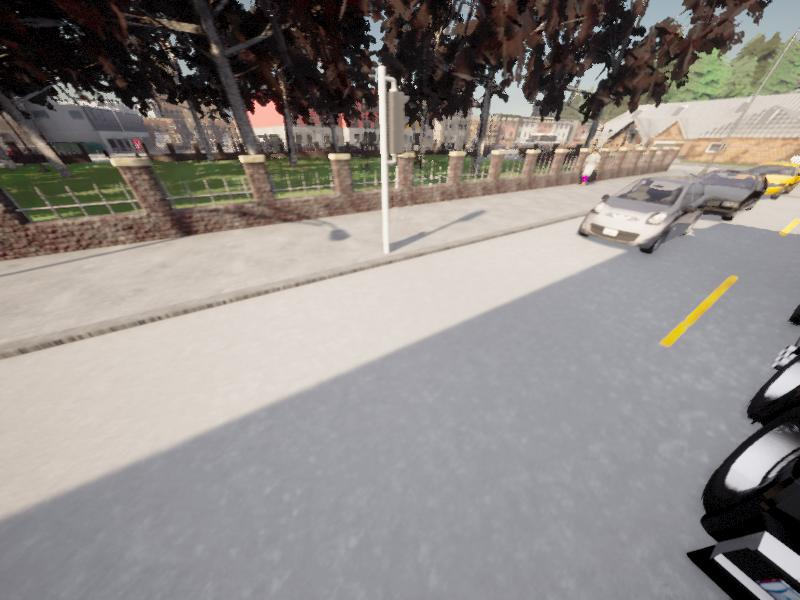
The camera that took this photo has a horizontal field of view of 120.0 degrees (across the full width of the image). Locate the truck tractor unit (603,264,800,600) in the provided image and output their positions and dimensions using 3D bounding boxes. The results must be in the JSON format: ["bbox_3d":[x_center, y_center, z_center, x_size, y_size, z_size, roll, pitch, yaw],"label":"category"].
[{"bbox_3d":[5.108,-0.303,0.789,6.516,4.208,3.053,-18,39,-24],"label":"truck tractor unit"}]

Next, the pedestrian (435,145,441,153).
[{"bbox_3d":[7.294,-28.754,44.067,0.751,1.300,0.751,-24,42,-31],"label":"pedestrian"}]

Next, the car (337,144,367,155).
[{"bbox_3d":[-8.634,-27.210,41.752,4.892,1.490,1.837,-19,39,-25],"label":"car"}]

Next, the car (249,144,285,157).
[{"bbox_3d":[-20.691,-23.300,35.990,4.514,1.525,2.007,-18,39,-24],"label":"car"}]

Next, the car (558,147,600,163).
[{"bbox_3d":[23.176,-18.948,30.133,1.845,1.501,3.633,-18,39,-24],"label":"car"}]

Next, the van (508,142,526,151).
[{"bbox_3d":[33.078,-43.450,65.445,4.442,1.987,1.775,-18,39,-24],"label":"van"}]

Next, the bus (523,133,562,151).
[{"bbox_3d":[42.678,-47.408,69.237,10.273,4.253,3.944,-18,39,-24],"label":"bus"}]

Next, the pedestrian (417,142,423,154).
[{"bbox_3d":[3.699,-28.224,42.781,0.751,1.860,0.751,-16,38,-22],"label":"pedestrian"}]

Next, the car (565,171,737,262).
[{"bbox_3d":[6.721,-2.468,6.281,3.633,1.501,1.845,-19,39,-26],"label":"car"}]

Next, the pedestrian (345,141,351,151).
[{"bbox_3d":[-11.058,-32.621,48.968,0.751,1.860,0.751,-14,37,-20],"label":"pedestrian"}]

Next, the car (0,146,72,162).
[{"bbox_3d":[-41.126,-16.623,26.243,3.806,1.475,1.970,-18,39,-25],"label":"car"}]

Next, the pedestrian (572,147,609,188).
[{"bbox_3d":[10.539,-7.364,12.843,0.751,1.860,0.751,-18,39,-25],"label":"pedestrian"}]

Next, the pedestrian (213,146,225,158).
[{"bbox_3d":[-23.548,-19.211,30.056,0.751,1.300,0.751,-18,39,-24],"label":"pedestrian"}]

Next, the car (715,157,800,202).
[{"bbox_3d":[19.022,-6.333,11.909,5.366,1.575,1.801,-18,39,-24],"label":"car"}]

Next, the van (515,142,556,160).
[{"bbox_3d":[20.080,-22.242,34.392,2.069,2.038,4.480,-18,39,-24],"label":"van"}]

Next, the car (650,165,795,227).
[{"bbox_3d":[12.588,-4.247,9.013,5.357,1.411,2.033,-18,39,-25],"label":"car"}]

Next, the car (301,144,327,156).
[{"bbox_3d":[-14.464,-25.338,38.954,3.705,1.549,1.789,-18,39,-24],"label":"car"}]
